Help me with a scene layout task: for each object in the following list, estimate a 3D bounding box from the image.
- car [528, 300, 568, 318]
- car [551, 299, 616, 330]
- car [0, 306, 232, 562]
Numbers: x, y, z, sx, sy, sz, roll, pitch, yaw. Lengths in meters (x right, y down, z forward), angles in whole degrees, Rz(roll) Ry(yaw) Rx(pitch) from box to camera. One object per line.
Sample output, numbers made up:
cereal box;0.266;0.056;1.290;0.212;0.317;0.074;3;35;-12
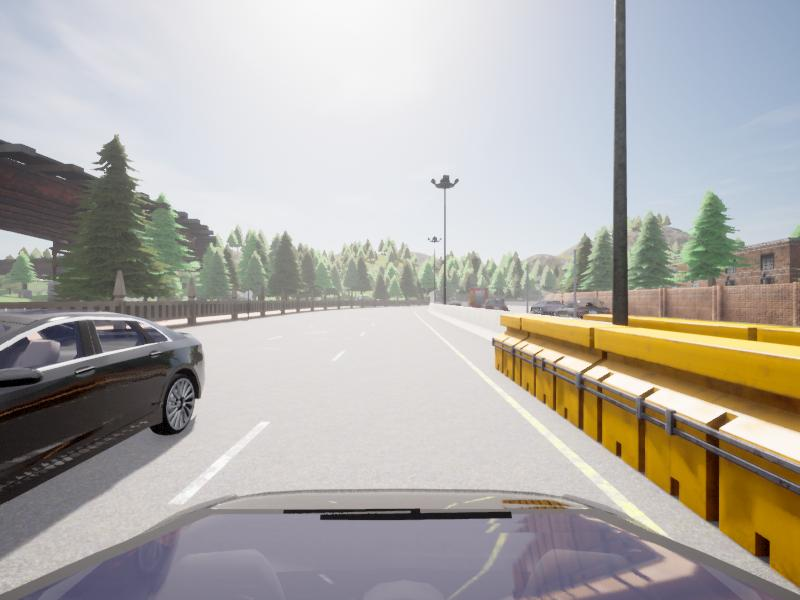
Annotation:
car;14.005;0.785;38.298;2.033;1.649;4.856;0;0;0
car;10.748;0.762;23.887;2.242;1.667;4.611;0;0;7
car;-3.500;0.837;3.363;2.128;1.511;4.902;0;0;0
